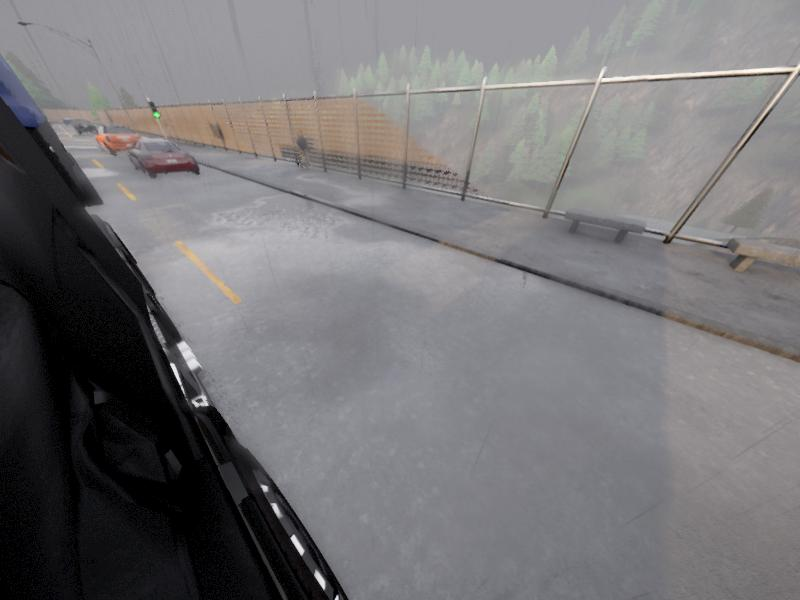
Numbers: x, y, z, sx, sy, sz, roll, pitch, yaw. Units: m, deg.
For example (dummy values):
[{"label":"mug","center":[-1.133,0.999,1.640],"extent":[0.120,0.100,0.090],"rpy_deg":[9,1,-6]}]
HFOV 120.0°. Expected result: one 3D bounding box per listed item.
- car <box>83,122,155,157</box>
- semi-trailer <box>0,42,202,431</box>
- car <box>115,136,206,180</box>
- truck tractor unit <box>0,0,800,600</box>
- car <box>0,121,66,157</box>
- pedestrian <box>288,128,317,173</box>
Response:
[{"label":"car","center":[-20.082,-11.558,16.513],"extent":[4.553,1.767,2.097],"rpy_deg":[26,43,29]},{"label":"semi-trailer","center":[-8.703,-3.588,4.245],"extent":[14.254,4.402,2.717],"rpy_deg":[28,44,30]},{"label":"car","center":[-11.652,-7.013,11.240],"extent":[4.181,1.385,1.994],"rpy_deg":[28,44,30]},{"label":"truck tractor unit","center":[-2.645,-0.295,0.351],"extent":[6.516,4.208,3.053],"rpy_deg":[28,44,30]},{"label":"car","center":[-24.191,-10.639,15.172],"extent":[5.238,1.638,1.930],"rpy_deg":[28,43,30]},{"label":"pedestrian","center":[-4.993,-7.724,11.947],"extent":[0.751,1.860,0.751],"rpy_deg":[27,43,29]}]
